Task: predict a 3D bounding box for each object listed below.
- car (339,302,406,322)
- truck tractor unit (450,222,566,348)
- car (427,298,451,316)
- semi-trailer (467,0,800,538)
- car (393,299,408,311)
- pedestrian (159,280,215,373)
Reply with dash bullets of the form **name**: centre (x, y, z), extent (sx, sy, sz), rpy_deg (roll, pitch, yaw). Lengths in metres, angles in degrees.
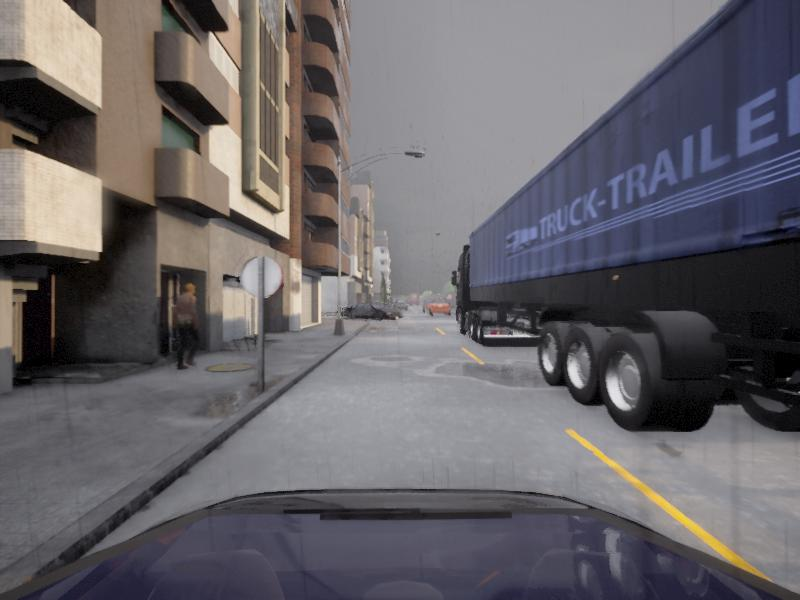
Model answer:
- **car**: centre (-2.222, 0.900, 31.164), extent (5.357, 1.411, 2.033), rpy_deg (0, 0, 41)
- **truck tractor unit**: centre (4.024, -0.519, 16.673), extent (3.053, 4.208, 6.516), rpy_deg (0, 0, 0)
- **car**: centre (4.055, 0.701, 42.309), extent (2.097, 1.767, 4.553), rpy_deg (0, 0, 0)
- **semi-trailer**: centre (4.015, -0.616, 8.760), extent (2.717, 4.402, 14.254), rpy_deg (0, 0, 0)
- **car**: centre (0.071, 0.704, 60.361), extent (2.097, 1.767, 4.553), rpy_deg (0, 0, 0)
- **pedestrian**: centre (-4.520, 0.535, 8.525), extent (0.751, 1.860, 0.751), rpy_deg (0, 0, 15)
